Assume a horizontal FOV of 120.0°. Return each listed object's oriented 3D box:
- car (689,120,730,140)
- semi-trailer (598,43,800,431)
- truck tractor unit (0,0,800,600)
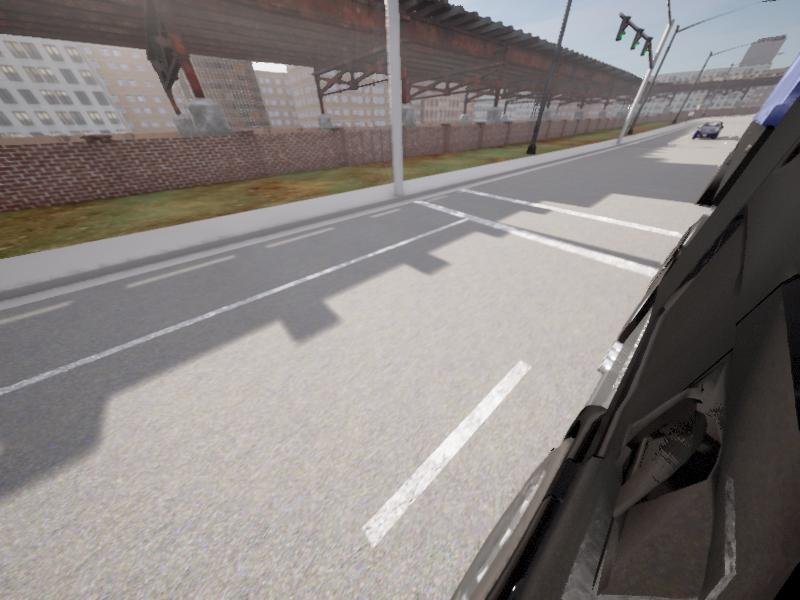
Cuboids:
[{"bbox_3d":[32.190,-17.679,24.049,3.633,1.501,1.845,-28,44,-30],"label":"car"},{"bbox_3d":[8.702,-3.581,4.254,14.254,4.402,2.717,-28,44,-30],"label":"semi-trailer"},{"bbox_3d":[2.645,-0.295,0.352,6.516,4.208,3.053,-28,44,-30],"label":"truck tractor unit"}]
